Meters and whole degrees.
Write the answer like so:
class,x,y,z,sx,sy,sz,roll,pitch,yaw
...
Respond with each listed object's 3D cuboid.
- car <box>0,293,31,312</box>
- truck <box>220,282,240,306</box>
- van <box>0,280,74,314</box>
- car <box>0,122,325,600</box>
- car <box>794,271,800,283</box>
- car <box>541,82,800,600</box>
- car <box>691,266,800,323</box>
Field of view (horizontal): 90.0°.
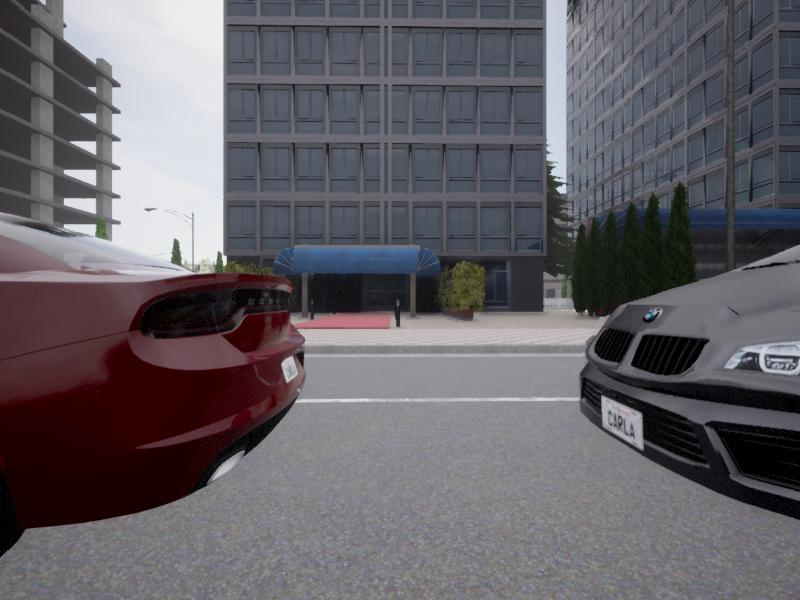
class,x,y,z,sx,sy,sz,roll,pitch,yaw
car,-33.484,0.201,32.650,1.801,1.575,5.366,0,0,-1
truck,-27.924,-0.926,65.877,2.891,3.827,8.468,0,0,-22
van,-29.976,-0.222,32.179,2.351,2.431,6.366,0,0,-1
car,-3.069,0.223,2.122,5.008,1.535,1.882,0,0,-1
car,16.540,-0.940,16.112,0.945,0.468,0.156,0,0,29
car,3.514,0.154,2.286,4.611,1.667,2.242,0,0,-1
car,15.472,-0.198,15.717,6.274,2.098,2.390,0,0,29
